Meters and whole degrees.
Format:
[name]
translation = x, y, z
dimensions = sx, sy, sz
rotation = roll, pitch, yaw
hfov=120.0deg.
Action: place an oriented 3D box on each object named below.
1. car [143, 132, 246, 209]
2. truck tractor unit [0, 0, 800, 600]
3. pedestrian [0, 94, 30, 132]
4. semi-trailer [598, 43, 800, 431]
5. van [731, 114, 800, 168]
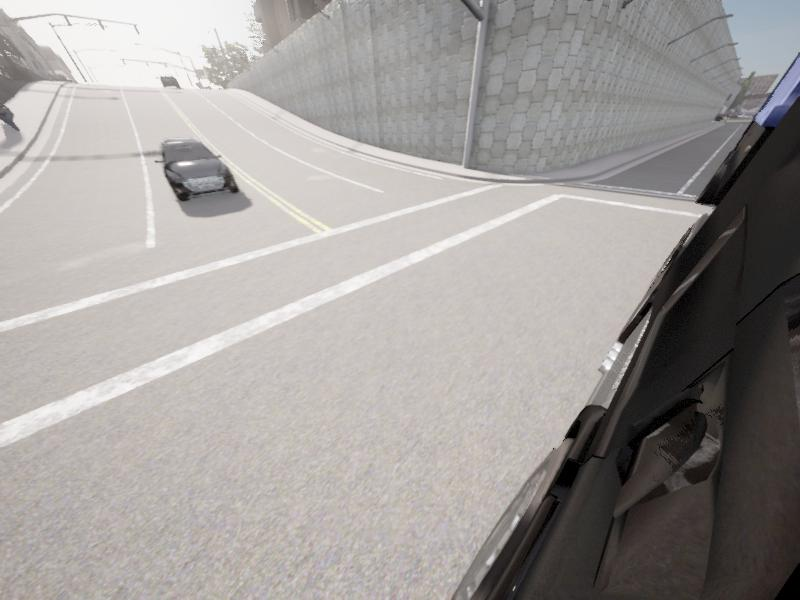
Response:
[car]
translation = -8.136, -5.292, 9.047
dimensions = 2.033, 1.649, 4.856
rotation = -28, 49, -30
[truck tractor unit]
translation = 2.645, -0.295, 0.351
dimensions = 6.516, 4.208, 3.053
rotation = -28, 44, -30
[pedestrian]
translation = -22.935, -10.850, 13.310
dimensions = 0.751, 1.860, 0.751
rotation = -29, 44, -31
[semi-trailer]
translation = 8.694, -3.599, 4.243
dimensions = 14.254, 4.402, 2.717
rotation = -28, 44, -30
[van]
translation = 19.184, -8.195, 11.791
dimensions = 4.442, 1.987, 1.775
rotation = -28, 44, -30
